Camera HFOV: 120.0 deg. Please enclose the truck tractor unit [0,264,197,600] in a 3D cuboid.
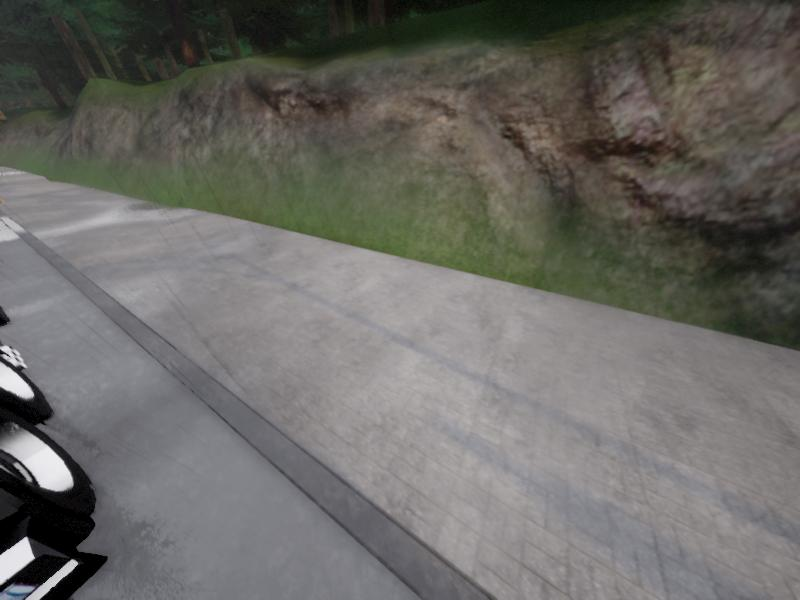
[{"bbox_3d":[-5.113,-0.299,0.781,6.516,4.208,3.053,18,39,24],"label":"truck tractor unit"}]
